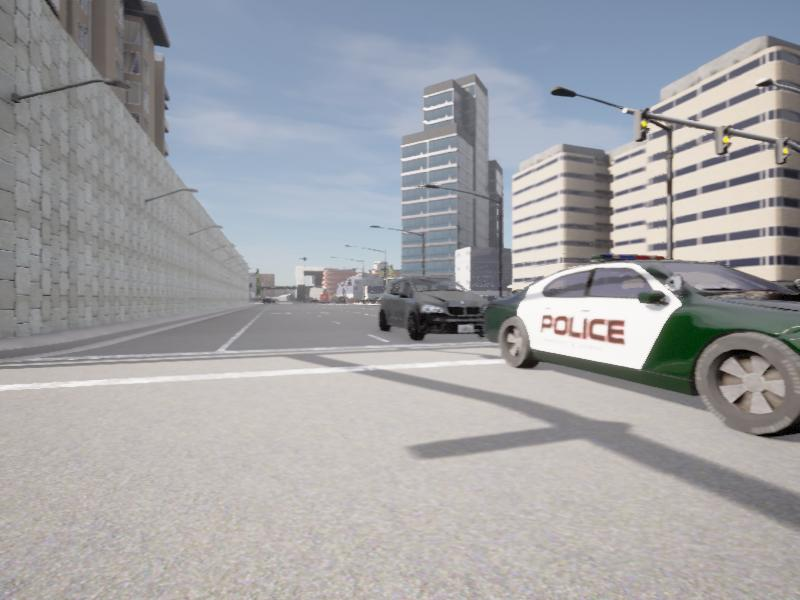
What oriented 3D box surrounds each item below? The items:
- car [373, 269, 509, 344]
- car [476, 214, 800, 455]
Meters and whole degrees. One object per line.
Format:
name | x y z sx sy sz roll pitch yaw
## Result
car | 0.852 0.148 11.459 2.242 1.667 4.611 0 0 -17
car | 2.984 0.219 4.612 2.038 1.542 4.974 0 0 -17
